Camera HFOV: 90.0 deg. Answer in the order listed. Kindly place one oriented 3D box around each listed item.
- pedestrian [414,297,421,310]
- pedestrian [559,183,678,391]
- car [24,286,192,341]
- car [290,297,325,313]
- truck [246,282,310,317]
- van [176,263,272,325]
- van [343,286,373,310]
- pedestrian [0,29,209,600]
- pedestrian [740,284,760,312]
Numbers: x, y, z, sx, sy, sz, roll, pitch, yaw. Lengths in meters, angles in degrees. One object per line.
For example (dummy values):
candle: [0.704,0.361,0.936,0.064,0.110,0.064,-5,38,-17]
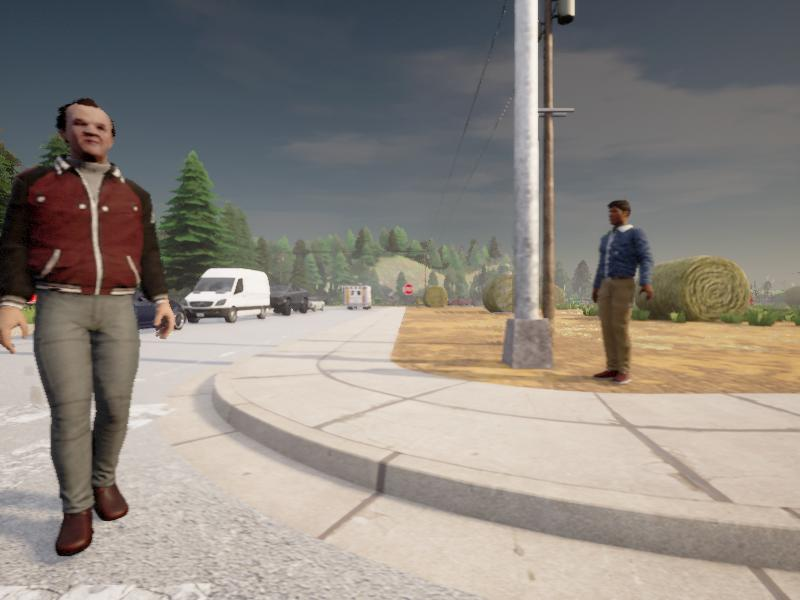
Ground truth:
pedestrian: [1.516,0.282,33.821,0.500,1.100,0.500,0,0,16]
pedestrian: [2.177,-0.114,4.055,0.751,1.860,0.751,0,0,-19]
car: [-8.432,0.339,12.148,1.994,1.385,4.181,0,0,1]
car: [-8.013,0.375,35.112,1.895,1.301,4.718,0,0,1]
truck: [-8.123,-0.027,27.509,2.390,2.098,6.274,0,0,1]
van: [-8.293,-0.246,19.632,1.988,2.561,5.915,0,0,1]
van: [-4.349,-0.194,42.671,2.351,2.431,6.366,0,0,1]
pedestrian: [-1.381,0.046,1.764,0.751,1.860,0.751,0,0,43]
pedestrian: [24.353,-0.139,27.865,0.751,1.860,0.751,0,0,6]
